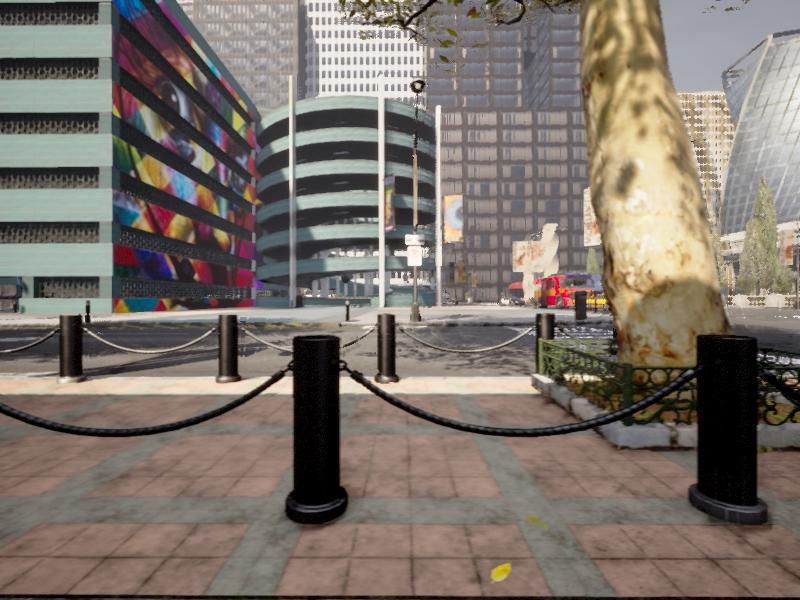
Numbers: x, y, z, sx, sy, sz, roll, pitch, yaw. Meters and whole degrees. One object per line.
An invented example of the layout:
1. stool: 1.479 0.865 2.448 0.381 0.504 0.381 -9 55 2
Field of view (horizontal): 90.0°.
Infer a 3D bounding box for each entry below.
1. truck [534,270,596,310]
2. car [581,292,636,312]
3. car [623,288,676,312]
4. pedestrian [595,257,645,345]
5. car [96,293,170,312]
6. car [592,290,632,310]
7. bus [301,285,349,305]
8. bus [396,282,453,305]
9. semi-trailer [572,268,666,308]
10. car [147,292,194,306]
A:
1. truck: 17.162 -0.965 42.413 2.891 3.827 8.468 0 0 -1
2. car: 17.103 0.157 33.149 1.801 1.575 5.366 0 0 1
3. car: 20.592 -0.008 33.206 1.905 1.878 3.866 0 0 0
4. pedestrian: 4.867 0.027 8.902 0.751 1.860 0.751 0 0 6
5. car: -22.516 0.184 33.861 4.902 1.511 2.128 0 0 0
6. car: 20.623 -0.008 39.090 1.905 1.878 3.866 0 0 0
7. bus: -16.759 -1.080 90.092 10.273 4.253 3.944 0 0 -7
8. bus: 4.806 -1.138 77.746 10.273 4.253 3.944 0 -1 26
9. semi-trailer: 27.057 -1.294 50.914 2.717 4.402 14.254 0 0 -6
10. car: -34.326 -0.127 59.933 5.566 2.045 2.435 0 0 0
